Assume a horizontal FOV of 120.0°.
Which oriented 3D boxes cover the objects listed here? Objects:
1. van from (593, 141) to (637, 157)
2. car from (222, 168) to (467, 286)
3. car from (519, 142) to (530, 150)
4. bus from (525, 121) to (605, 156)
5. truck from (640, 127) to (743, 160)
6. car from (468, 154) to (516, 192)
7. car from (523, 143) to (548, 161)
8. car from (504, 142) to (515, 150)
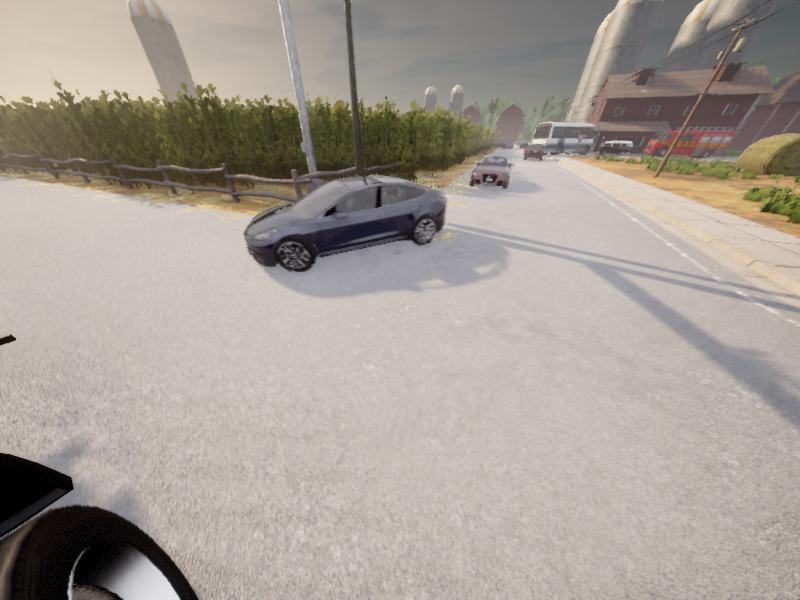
[{"bbox_3d":[35.288,-24.978,38.073,4.480,2.038,2.069,13,37,17],"label":"van"},{"bbox_3d":[-1.073,-2.086,5.557,4.792,1.488,2.163,-18,40,-24],"label":"car"},{"bbox_3d":[31.763,-39.452,59.016,1.837,1.490,4.892,12,37,15],"label":"car"},{"bbox_3d":[26.006,-25.472,36.725,10.273,4.253,3.944,-12,34,-17],"label":"bus"},{"bbox_3d":[43.453,-23.815,35.029,8.468,3.827,2.891,13,37,17],"label":"truck"},{"bbox_3d":[5.402,-7.467,13.385,1.994,1.385,4.181,14,37,18],"label":"car"},{"bbox_3d":[17.674,-19.605,30.414,2.097,1.767,4.553,14,37,18],"label":"car"},{"bbox_3d":[27.779,-39.230,58.600,2.038,1.542,4.974,13,37,16],"label":"car"}]
